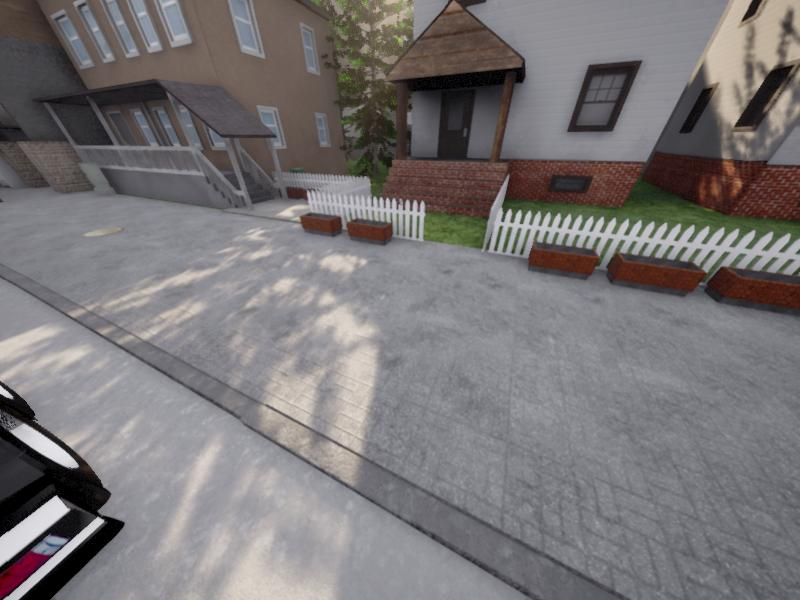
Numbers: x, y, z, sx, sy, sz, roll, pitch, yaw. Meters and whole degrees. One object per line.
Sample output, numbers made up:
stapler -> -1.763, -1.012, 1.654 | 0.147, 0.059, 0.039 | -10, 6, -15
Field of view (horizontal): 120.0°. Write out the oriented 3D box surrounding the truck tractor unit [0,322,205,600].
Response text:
truck tractor unit -> -5.201, -0.199, 0.628 | 6.516, 4.208, 3.053 | 14, 37, 19
